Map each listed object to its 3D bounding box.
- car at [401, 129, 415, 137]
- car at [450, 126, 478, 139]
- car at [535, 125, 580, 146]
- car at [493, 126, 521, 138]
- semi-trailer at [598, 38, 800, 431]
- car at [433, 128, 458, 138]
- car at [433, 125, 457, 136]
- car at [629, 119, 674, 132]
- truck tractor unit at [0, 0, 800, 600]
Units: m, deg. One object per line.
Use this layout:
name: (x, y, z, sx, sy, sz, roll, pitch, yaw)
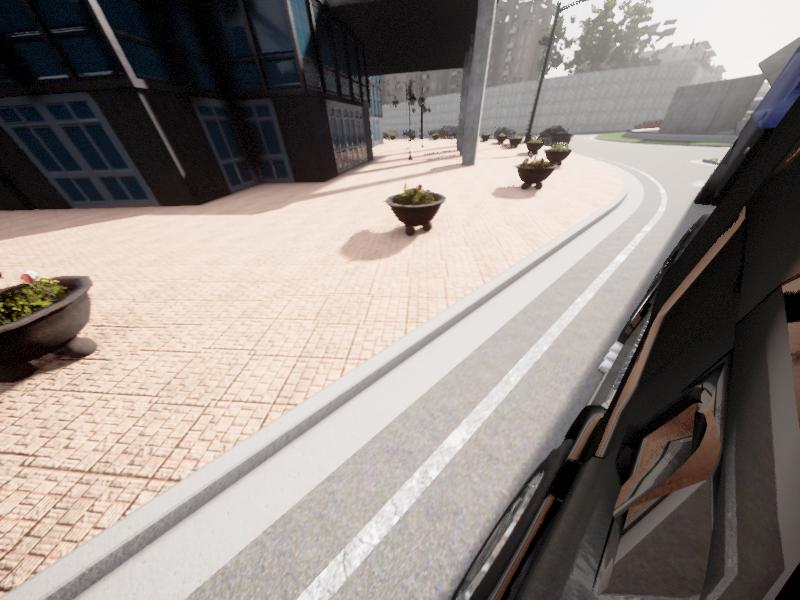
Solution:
car: (2.199, -46.945, 64.953, 1.851, 1.617, 3.988, -27, 43, -29)
car: (11.478, -30.116, 41.563, 1.932, 1.855, 4.605, -24, 42, -26)
car: (17.010, -18.067, 25.296, 1.930, 1.638, 5.238, 2, 37, 6)
car: (17.847, -28.062, 38.685, 1.845, 1.501, 3.633, -21, 41, -23)
semi-trailer: (8.665, -3.633, 4.252, 14.254, 4.402, 2.717, -29, 44, -30)
car: (9.506, -35.112, 48.583, 2.152, 1.651, 5.027, -27, 43, -29)
car: (10.903, -41.011, 56.009, 2.150, 2.045, 5.566, -28, 43, -29)
car: (41.263, -28.737, 38.028, 4.514, 1.525, 2.007, 4, 37, 10)
truck tractor unit: (2.645, -0.295, 0.351, 6.516, 4.208, 3.053, -28, 44, -30)
